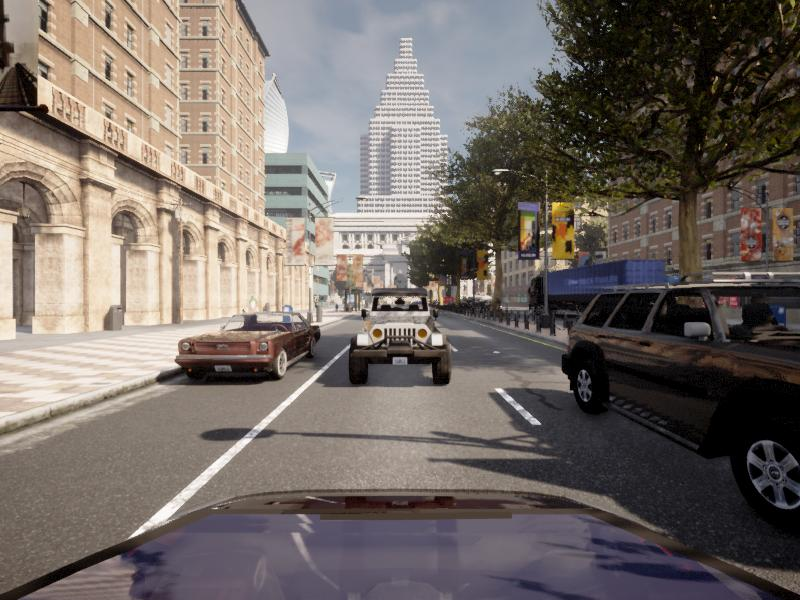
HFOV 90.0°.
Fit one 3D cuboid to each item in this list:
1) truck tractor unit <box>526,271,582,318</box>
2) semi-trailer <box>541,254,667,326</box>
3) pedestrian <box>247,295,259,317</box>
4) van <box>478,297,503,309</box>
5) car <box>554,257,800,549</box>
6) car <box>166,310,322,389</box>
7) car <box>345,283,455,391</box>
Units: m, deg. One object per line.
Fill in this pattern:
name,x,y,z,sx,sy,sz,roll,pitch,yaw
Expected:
truck tractor unit,15.007,-0.517,39.552,3.053,4.208,6.516,0,0,0
semi-trailer,15.004,-0.616,31.633,2.717,4.402,14.254,0,0,0
pedestrian,-12.465,0.490,33.960,0.751,1.860,0.751,0,0,0
van,16.223,0.582,71.716,2.069,2.038,4.480,0,0,-24
car,3.501,0.653,4.281,1.932,1.855,4.605,0,0,0
car,-3.250,0.940,9.526,1.895,1.301,4.718,0,0,0
car,-0.001,0.647,8.892,1.905,1.878,3.866,0,0,0
